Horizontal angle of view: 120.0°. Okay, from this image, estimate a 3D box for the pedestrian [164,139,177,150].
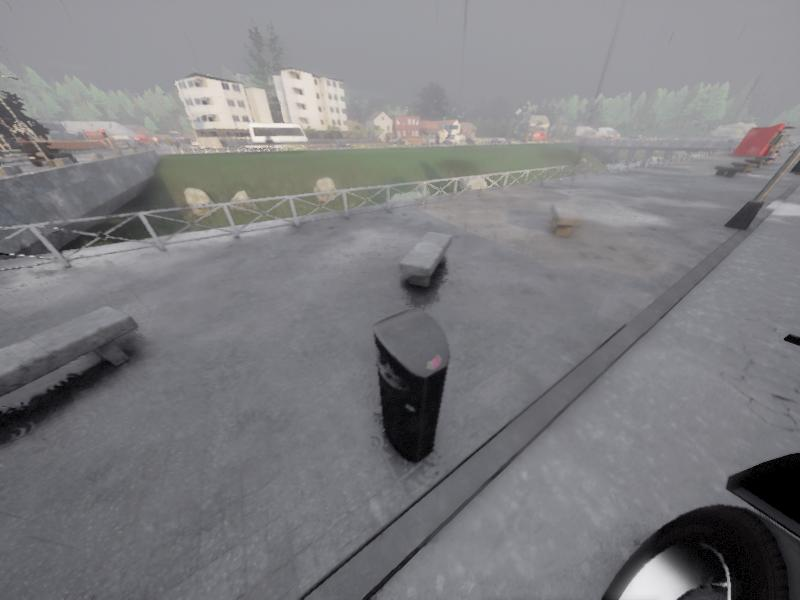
[{"bbox_3d":[-44.712,-30.361,45.052,0.751,1.860,0.751,4,36,6],"label":"pedestrian"}]

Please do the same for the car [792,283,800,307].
[{"bbox_3d":[8.694,-0.652,3.574,4.181,1.385,1.994,-20,40,-26],"label":"car"}]

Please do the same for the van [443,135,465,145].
[{"bbox_3d":[16.632,-48.867,70.564,6.366,2.431,2.351,-20,40,-26],"label":"van"}]

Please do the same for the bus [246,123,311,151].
[{"bbox_3d":[-23.811,-32.255,45.788,10.273,4.253,3.944,-19,39,-24],"label":"bus"}]

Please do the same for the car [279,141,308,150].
[{"bbox_3d":[-23.267,-33.875,50.537,5.357,1.411,2.033,-20,40,-26],"label":"car"}]

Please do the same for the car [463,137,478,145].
[{"bbox_3d":[21.260,-47.592,69.233,3.866,1.878,1.905,-20,40,-26],"label":"car"}]

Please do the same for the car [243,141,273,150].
[{"bbox_3d":[-29.144,-31.690,47.400,4.892,1.490,1.837,-19,40,-25],"label":"car"}]

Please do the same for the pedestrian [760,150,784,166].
[{"bbox_3d":[30.797,-11.758,19.126,0.500,1.100,0.500,30,45,35],"label":"pedestrian"}]

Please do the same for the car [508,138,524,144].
[{"bbox_3d":[39.577,-54.118,78.678,4.792,1.488,2.163,-20,40,-26],"label":"car"}]

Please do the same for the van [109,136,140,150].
[{"bbox_3d":[-60.655,-34.755,51.074,2.351,2.431,6.366,-20,40,-26],"label":"van"}]

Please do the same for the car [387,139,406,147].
[{"bbox_3d":[-0.855,-42.102,61.923,4.892,1.490,1.837,-20,40,-26],"label":"car"}]

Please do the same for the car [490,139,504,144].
[{"bbox_3d":[31.367,-51.126,74.495,4.193,1.474,1.816,-20,40,-26],"label":"car"}]

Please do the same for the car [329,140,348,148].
[{"bbox_3d":[-14.616,-37.068,54.921,3.806,1.475,1.970,-20,40,-26],"label":"car"}]

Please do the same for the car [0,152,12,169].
[{"bbox_3d":[-35.975,-11.598,19.289,1.895,1.301,4.718,-20,40,-26],"label":"car"}]

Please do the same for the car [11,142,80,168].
[{"bbox_3d":[-33.549,-13.965,22.100,1.905,1.878,3.866,-20,40,-26],"label":"car"}]
